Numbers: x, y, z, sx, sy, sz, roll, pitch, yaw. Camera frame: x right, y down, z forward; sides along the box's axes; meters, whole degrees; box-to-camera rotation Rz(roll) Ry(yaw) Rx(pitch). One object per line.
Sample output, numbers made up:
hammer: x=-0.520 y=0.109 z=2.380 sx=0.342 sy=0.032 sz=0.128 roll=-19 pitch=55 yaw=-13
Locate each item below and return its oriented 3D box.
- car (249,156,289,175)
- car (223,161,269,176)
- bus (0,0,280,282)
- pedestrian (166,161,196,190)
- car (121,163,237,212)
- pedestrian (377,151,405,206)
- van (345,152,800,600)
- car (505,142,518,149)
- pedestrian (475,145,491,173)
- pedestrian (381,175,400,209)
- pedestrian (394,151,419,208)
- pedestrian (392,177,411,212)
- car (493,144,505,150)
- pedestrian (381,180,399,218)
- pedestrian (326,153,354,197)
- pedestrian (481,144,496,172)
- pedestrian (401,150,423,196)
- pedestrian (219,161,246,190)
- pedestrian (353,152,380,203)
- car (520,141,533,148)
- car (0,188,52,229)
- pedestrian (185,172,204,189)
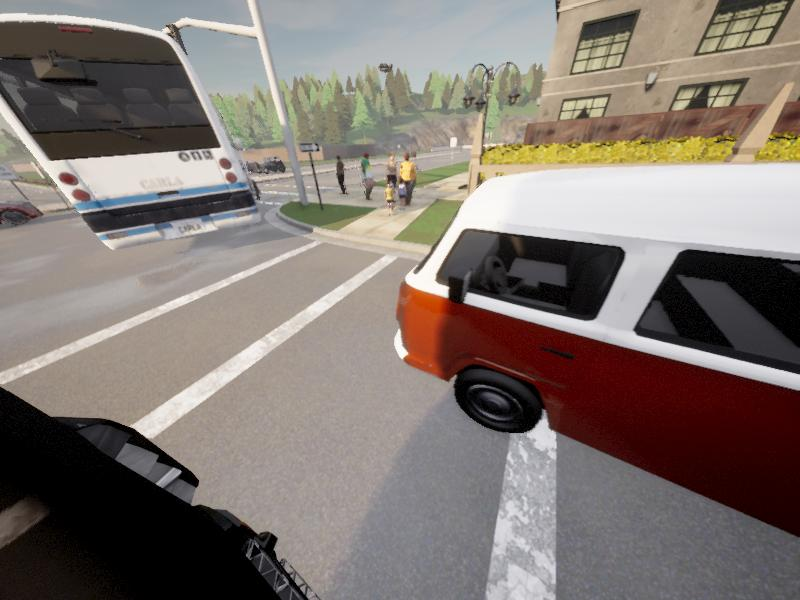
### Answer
car: x=-17.081 y=-17.690 z=30.332 sx=1.905 sy=1.878 sz=3.866 roll=16 pitch=38 yaw=27
car: x=-20.632 y=-17.842 z=31.252 sx=1.812 sy=1.442 sz=4.674 roll=16 pitch=38 yaw=27
bus: x=-7.864 y=-5.162 z=8.545 sx=3.944 sy=4.253 sz=10.273 roll=-21 pitch=37 yaw=-22
pedestrian: x=-16.411 y=-9.325 z=17.361 sx=0.751 sy=1.860 sz=0.751 roll=15 pitch=37 yaw=25
car: x=-11.970 y=-6.401 z=12.881 sx=1.905 sy=1.878 sz=3.866 roll=16 pitch=38 yaw=27
pedestrian: x=-0.333 y=-4.945 z=9.421 sx=0.751 sy=1.860 sz=0.751 roll=-20 pitch=37 yaw=-23
van: x=2.181 y=0.209 z=1.637 sx=4.480 sy=2.038 sz=2.069 roll=16 pitch=38 yaw=26
car: x=37.237 y=-51.522 z=77.026 sx=4.605 sy=1.855 sz=1.932 roll=-29 pitch=41 yaw=-33
pedestrian: x=6.589 y=-11.249 z=18.411 sx=0.751 sy=1.860 sz=0.751 roll=15 pitch=38 yaw=25
pedestrian: x=-0.359 y=-4.253 z=9.101 sx=0.500 sy=1.100 sz=0.500 roll=20 pitch=40 yaw=31
pedestrian: x=0.293 y=-4.657 z=8.970 sx=0.751 sy=1.860 sz=0.751 roll=7 pitch=35 yaw=14
pedestrian: x=0.075 y=-3.937 z=8.588 sx=0.500 sy=1.100 sz=0.500 roll=18 pitch=39 yaw=28
car: x=33.850 y=-52.126 z=78.565 sx=4.193 sy=1.474 sz=1.816 roll=-29 pitch=41 yaw=-33
pedestrian: x=-0.347 y=-3.460 z=7.904 sx=0.500 sy=1.100 sz=0.500 roll=-7 pitch=34 yaw=-6
pedestrian: x=-2.982 y=-6.263 z=11.602 sx=0.751 sy=1.860 sz=0.751 roll=16 pitch=38 yaw=26
pedestrian: x=7.211 y=-11.599 z=18.889 sx=0.751 sy=1.860 sz=0.751 roll=16 pitch=38 yaw=26
pedestrian: x=0.611 y=-6.073 z=11.081 sx=0.751 sy=1.860 sz=0.751 roll=15 pitch=38 yaw=25
pedestrian: x=-12.484 y=-9.259 z=17.220 sx=0.751 sy=1.860 sz=0.751 roll=16 pitch=38 yaw=26
pedestrian: x=-1.420 y=-5.295 z=10.000 sx=0.751 sy=1.860 sz=0.751 roll=2 pitch=34 yaw=8
car: x=42.027 y=-51.522 z=76.645 sx=3.866 sy=1.878 sz=1.905 roll=-29 pitch=41 yaw=-33
car: x=-18.568 y=-3.568 z=9.612 sx=1.994 sy=1.385 sz=4.181 roll=16 pitch=38 yaw=27
pedestrian: x=-15.995 y=-9.302 z=17.981 sx=0.500 sy=1.100 sz=0.500 roll=4 pitch=34 yaw=11
